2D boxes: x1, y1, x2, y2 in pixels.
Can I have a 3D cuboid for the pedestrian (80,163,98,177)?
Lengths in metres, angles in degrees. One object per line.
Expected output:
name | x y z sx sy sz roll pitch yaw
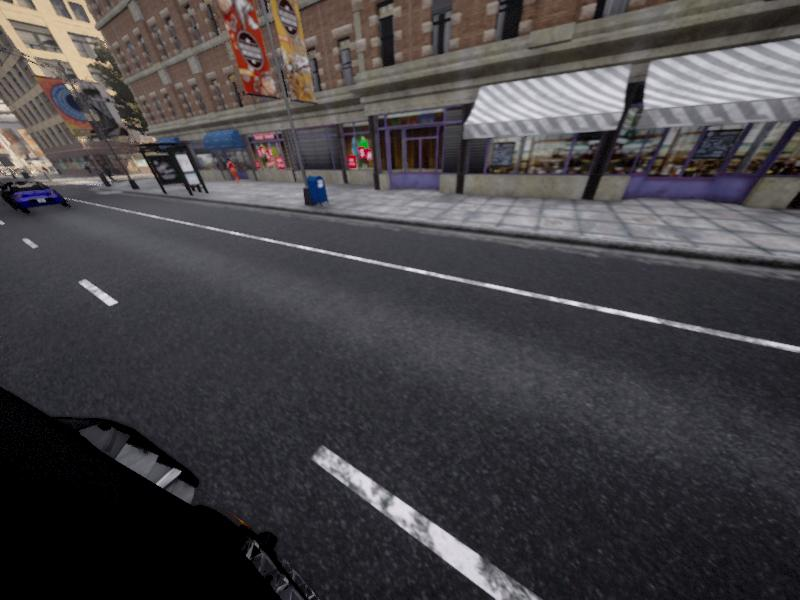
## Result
pedestrian | -49.341 -20.598 36.655 0.751 1.860 0.751 4 34 10

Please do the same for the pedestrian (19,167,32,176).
pedestrian | -94.142 -32.373 58.060 0.751 1.860 0.751 16 38 26

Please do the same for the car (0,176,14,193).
car | -42.539 -11.958 23.788 4.514 1.525 2.007 16 38 25

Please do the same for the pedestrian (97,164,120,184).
pedestrian | -33.034 -14.284 26.198 0.751 1.860 0.751 15 38 25

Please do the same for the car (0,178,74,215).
car | -21.549 -6.141 13.491 4.193 1.474 1.816 15 38 25

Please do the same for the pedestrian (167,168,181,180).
pedestrian | -23.880 -13.299 24.421 0.500 1.100 0.500 15 38 25

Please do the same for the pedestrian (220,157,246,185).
pedestrian | -12.915 -9.954 17.871 0.751 1.860 0.751 13 37 22
